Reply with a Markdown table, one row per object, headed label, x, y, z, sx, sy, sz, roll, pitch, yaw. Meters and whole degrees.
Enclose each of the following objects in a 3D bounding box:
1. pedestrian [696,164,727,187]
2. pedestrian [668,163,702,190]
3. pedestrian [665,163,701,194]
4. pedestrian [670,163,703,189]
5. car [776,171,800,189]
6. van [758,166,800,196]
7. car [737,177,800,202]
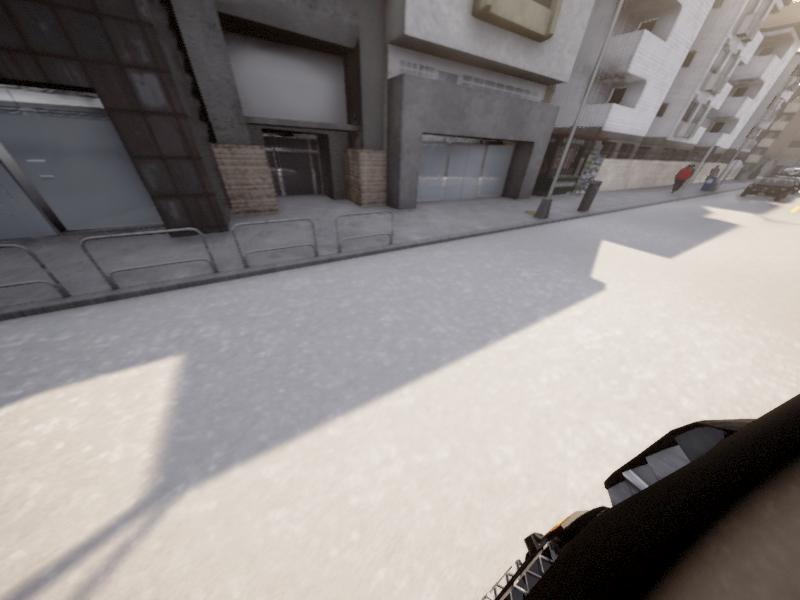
| label | x | y | z | sx | sy | sz | roll | pitch | yaw |
| --- | --- | --- | --- | --- | --- | --- | --- | --- | --- |
| pedestrian | 29.341 | -11.746 | 21.786 | 0.751 | 1.860 | 0.751 | -10 | 36 | -19 |
| pedestrian | 22.706 | -9.840 | 18.432 | 0.751 | 1.860 | 0.751 | -12 | 37 | -21 |
| pedestrian | 19.833 | -8.520 | 16.243 | 0.751 | 1.860 | 0.751 | -20 | 40 | -30 |
| pedestrian | 24.147 | -10.490 | 19.512 | 0.751 | 1.860 | 0.751 | -10 | 36 | -18 |
| car | 46.368 | -13.858 | 26.651 | 4.611 | 1.667 | 2.242 | -16 | 38 | -26 |
| van | 36.482 | -11.206 | 21.577 | 4.480 | 2.038 | 2.069 | -17 | 39 | -25 |
| car | 28.468 | -8.599 | 17.763 | 4.718 | 1.301 | 1.895 | -16 | 38 | -26 |
